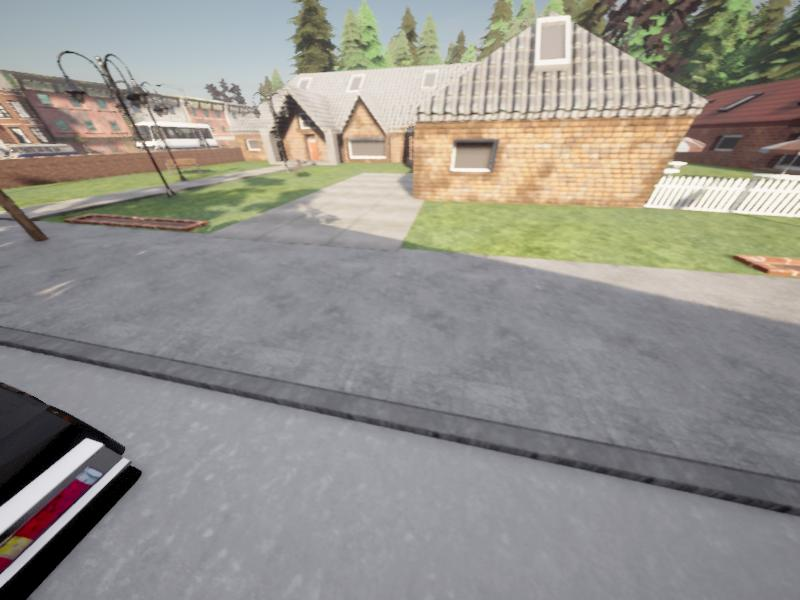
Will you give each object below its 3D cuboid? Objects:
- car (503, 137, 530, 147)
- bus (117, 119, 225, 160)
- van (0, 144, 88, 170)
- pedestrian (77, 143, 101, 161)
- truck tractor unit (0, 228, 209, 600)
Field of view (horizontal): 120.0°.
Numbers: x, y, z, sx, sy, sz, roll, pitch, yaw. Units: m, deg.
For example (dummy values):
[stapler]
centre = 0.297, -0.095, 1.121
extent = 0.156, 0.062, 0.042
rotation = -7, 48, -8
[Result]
[car]
centre = 30.194, -40.921, 59.973
extent = 5.566, 2.045, 2.150
rotation = 6, 36, 10
[bus]
centre = -32.411, -23.423, 33.893
extent = 3.944, 4.253, 10.273
rotation = 7, 36, 10
[van]
centre = -35.513, -14.379, 23.106
extent = 1.775, 1.987, 4.442
rotation = 7, 36, 10
[pedestrian]
centre = -40.138, -19.112, 29.842
extent = 0.751, 1.860, 0.751
rotation = 4, 36, 7
[truck tractor unit]
centre = -5.329, 0.026, 0.326
extent = 6.516, 4.208, 3.053
rotation = 7, 36, 10
